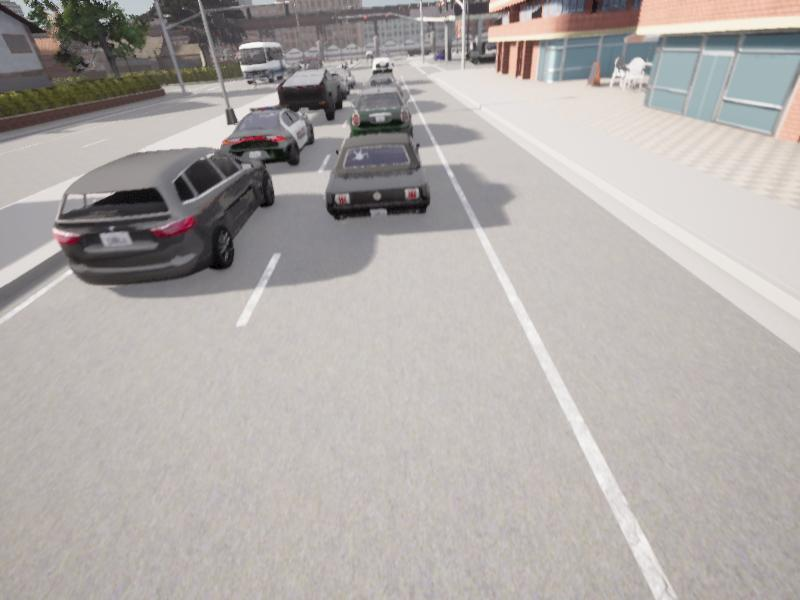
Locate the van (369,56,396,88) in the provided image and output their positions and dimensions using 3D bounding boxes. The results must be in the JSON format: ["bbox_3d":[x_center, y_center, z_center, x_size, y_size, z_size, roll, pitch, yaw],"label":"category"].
[{"bbox_3d":[-1.460,-19.721,34.555,2.069,2.038,4.480,-4,32,1],"label":"van"}]

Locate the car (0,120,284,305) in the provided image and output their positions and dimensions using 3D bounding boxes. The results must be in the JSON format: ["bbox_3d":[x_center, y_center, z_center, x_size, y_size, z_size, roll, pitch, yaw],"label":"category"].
[{"bbox_3d":[-3.910,-1.944,7.315,2.242,1.667,4.611,-4,32,0],"label":"car"}]

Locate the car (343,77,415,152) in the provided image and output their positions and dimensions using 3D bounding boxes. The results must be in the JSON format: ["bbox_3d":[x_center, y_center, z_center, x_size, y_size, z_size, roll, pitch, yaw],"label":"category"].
[{"bbox_3d":[-0.686,-6.878,14.540,2.097,1.767,4.553,-4,32,1],"label":"car"}]

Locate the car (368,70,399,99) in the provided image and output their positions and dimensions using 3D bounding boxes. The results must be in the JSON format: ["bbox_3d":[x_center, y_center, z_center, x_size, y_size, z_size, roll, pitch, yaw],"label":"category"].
[{"bbox_3d":[-1.156,-15.288,28.258,1.895,1.301,4.718,-4,32,1],"label":"car"}]

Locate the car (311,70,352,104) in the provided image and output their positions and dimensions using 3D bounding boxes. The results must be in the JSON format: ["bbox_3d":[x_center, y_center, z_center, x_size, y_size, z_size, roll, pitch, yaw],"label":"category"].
[{"bbox_3d":[-4.641,-14.928,27.902,2.038,1.542,4.974,-4,32,1],"label":"car"}]

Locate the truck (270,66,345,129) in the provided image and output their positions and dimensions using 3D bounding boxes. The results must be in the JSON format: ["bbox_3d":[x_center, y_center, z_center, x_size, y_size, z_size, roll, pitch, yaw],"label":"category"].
[{"bbox_3d":[-4.396,-10.456,20.330,2.390,2.098,6.274,-4,32,1],"label":"truck"}]

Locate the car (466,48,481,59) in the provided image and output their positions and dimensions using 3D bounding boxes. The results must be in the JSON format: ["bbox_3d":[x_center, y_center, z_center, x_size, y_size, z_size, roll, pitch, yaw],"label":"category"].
[{"bbox_3d":[12.755,-42.949,69.660,1.970,1.475,3.806,-4,32,1],"label":"car"}]

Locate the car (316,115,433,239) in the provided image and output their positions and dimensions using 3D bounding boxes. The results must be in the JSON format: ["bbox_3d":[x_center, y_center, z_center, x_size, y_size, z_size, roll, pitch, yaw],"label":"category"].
[{"bbox_3d":[-0.459,-2.973,8.852,1.895,1.301,4.718,-4,32,1],"label":"car"}]

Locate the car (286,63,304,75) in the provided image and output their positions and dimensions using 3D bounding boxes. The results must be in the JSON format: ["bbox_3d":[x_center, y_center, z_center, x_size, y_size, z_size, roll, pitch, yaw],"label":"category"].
[{"bbox_3d":[-17.501,-38.702,66.924,1.994,1.385,4.181,-4,32,1],"label":"car"}]

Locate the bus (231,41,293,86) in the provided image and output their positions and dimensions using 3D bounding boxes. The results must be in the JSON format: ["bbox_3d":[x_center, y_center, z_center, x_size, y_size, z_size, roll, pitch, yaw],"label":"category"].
[{"bbox_3d":[-16.904,-29.799,50.217,3.944,4.253,10.273,-4,32,1],"label":"bus"}]

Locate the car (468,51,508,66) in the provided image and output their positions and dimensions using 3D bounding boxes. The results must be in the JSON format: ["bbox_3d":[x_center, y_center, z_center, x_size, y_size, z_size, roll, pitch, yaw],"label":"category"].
[{"bbox_3d":[11.379,-31.470,52.092,4.718,1.301,1.895,-5,32,0],"label":"car"}]

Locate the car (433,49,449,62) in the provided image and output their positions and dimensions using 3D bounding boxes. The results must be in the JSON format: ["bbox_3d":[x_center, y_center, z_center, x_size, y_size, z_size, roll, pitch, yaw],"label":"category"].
[{"bbox_3d":[7.038,-42.261,68.988,2.242,1.667,4.611,-4,32,1],"label":"car"}]

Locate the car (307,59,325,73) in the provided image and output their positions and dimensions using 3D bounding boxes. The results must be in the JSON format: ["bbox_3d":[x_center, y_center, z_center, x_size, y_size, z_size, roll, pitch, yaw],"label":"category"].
[{"bbox_3d":[-14.027,-39.184,66.880,2.097,1.767,4.553,-4,32,1],"label":"car"}]

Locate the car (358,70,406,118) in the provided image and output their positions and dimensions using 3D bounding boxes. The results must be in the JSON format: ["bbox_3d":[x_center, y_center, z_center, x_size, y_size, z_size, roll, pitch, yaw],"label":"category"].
[{"bbox_3d":[-0.925,-11.094,21.344,2.152,1.651,5.027,-4,32,1],"label":"car"}]

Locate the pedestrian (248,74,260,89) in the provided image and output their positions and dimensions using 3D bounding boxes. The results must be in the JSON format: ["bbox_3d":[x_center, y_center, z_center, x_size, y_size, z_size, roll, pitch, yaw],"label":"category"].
[{"bbox_3d":[-15.311,-22.979,42.026,0.751,1.300,0.751,-2,33,4],"label":"pedestrian"}]

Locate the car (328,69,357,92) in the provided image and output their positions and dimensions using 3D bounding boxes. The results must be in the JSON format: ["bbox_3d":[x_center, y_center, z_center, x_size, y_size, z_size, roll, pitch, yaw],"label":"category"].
[{"bbox_3d":[-4.876,-19.092,34.686,1.895,1.301,4.718,-4,32,1],"label":"car"}]

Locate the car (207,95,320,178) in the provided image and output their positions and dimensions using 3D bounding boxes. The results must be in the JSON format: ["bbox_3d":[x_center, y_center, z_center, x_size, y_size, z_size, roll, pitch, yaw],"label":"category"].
[{"bbox_3d":[-4.112,-5.531,13.097,2.038,1.542,4.974,-4,32,1],"label":"car"}]

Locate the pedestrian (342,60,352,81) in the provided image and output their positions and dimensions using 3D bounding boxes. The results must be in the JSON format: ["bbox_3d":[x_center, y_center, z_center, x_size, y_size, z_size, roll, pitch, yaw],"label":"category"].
[{"bbox_3d":[-5.602,-24.159,42.152,0.751,1.860,0.751,-3,32,2],"label":"pedestrian"}]

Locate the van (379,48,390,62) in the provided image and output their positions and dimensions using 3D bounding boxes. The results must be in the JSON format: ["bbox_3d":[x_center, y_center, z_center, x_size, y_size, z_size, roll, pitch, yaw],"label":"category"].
[{"bbox_3d":[-3.502,-56.662,92.391,2.351,2.431,6.366,-4,32,1],"label":"van"}]
